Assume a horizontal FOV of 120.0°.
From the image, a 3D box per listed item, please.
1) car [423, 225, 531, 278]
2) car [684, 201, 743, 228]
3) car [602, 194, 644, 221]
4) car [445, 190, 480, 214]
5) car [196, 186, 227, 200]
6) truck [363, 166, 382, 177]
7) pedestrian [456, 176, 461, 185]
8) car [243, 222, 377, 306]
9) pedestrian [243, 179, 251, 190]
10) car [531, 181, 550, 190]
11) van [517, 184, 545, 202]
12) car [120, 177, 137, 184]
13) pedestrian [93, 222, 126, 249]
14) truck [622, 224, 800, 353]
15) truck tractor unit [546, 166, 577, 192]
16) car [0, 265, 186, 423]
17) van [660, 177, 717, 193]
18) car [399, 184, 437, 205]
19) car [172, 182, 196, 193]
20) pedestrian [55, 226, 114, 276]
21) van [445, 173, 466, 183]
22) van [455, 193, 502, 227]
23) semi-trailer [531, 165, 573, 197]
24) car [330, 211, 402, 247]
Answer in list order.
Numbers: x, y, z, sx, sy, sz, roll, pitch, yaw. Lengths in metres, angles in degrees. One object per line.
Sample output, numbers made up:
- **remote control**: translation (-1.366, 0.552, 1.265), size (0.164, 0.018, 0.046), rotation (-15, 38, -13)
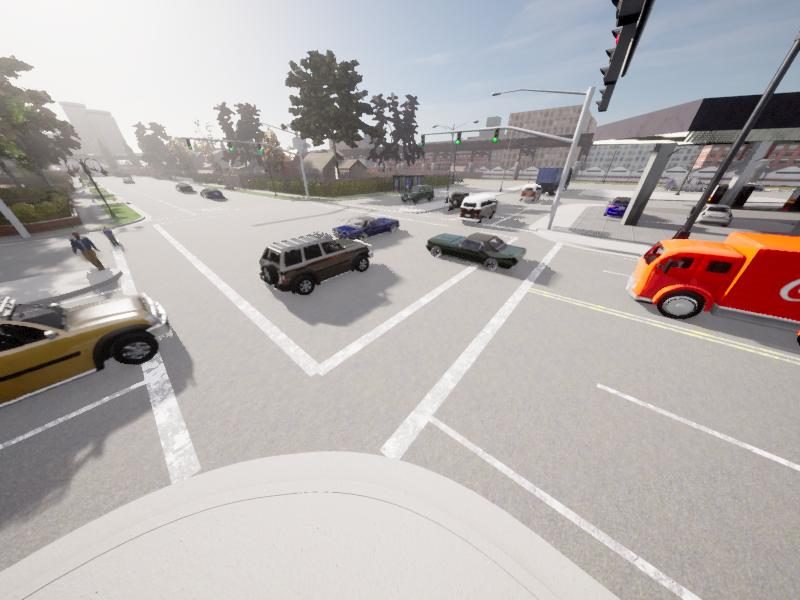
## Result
- **car**: translation (3.678, -2.661, 11.720), size (4.718, 1.301, 1.895), rotation (22, 37, 33)
- **car**: translation (25.999, -7.245, 19.370), size (1.970, 1.475, 3.806), rotation (23, 37, 34)
- **car**: translation (21.088, -8.924, 21.955), size (2.242, 1.667, 4.611), rotation (23, 37, 34)
- **car**: translation (6.819, -10.657, 24.973), size (1.905, 1.878, 3.866), rotation (22, 37, 34)
- **car**: translation (-28.566, -16.184, 34.956), size (4.792, 1.488, 2.163), rotation (22, 37, 33)
- **truck**: translation (-12.061, -56.237, 100.910), size (8.468, 3.827, 2.891), rotation (24, 38, 33)
- **pedestrian**: translation (15.149, -31.061, 59.992), size (0.751, 1.860, 0.751), rotation (17, 34, 27)
- **car**: translation (-3.332, -1.782, 9.614), size (1.932, 1.855, 4.605), rotation (22, 37, 34)
- **pedestrian**: translation (-30.359, -22.888, 45.851), size (0.751, 1.860, 0.751), rotation (23, 37, 34)
- **car**: translation (30.204, -24.556, 49.544), size (2.033, 1.411, 5.357), rotation (23, 37, 34)
- **van**: translation (18.365, -14.959, 32.236), size (2.069, 2.038, 4.480), rotation (22, 34, 33)
- **car**: translation (-75.012, -32.935, 63.812), size (4.792, 1.488, 2.163), rotation (22, 37, 33)
- **pedestrian**: translation (-17.074, -3.788, 13.618), size (0.751, 1.300, 0.751), rotation (25, 38, 36)
- **truck**: translation (10.419, -0.463, 6.683), size (5.204, 2.467, 2.627), rotation (19, 35, 33)
- **truck tractor unit**: translation (32.246, -24.254, 46.195), size (3.053, 4.208, 6.516), rotation (23, 37, 34)
- **car**: translation (-7.984, 1.022, 4.752), size (1.932, 1.855, 4.605), rotation (22, 36, 34)
- **van**: translation (55.696, -22.472, 44.901), size (6.366, 2.431, 2.351), rotation (24, 38, 36)
- **car**: translation (2.479, -14.378, 31.262), size (2.150, 2.045, 5.566), rotation (23, 37, 34)
- **car**: translation (-40.870, -21.279, 43.621), size (5.238, 1.638, 1.930), rotation (22, 37, 33)
- **pedestrian**: translation (-13.254, -2.083, 9.799), size (0.751, 1.860, 0.751), rotation (26, 39, 37)
- **van**: translation (17.214, -38.430, 72.429), size (5.915, 2.561, 1.988), rotation (23, 37, 34)
- **van**: translation (6.972, -8.067, 20.349), size (2.069, 2.038, 4.480), rotation (23, 38, 34)
- **semi-trailer**: translation (27.182, -21.301, 40.882), size (2.717, 4.402, 14.254), rotation (23, 37, 34)
- **car**: translation (-2.117, -5.006, 15.781), size (1.895, 1.301, 4.718), rotation (22, 37, 34)
